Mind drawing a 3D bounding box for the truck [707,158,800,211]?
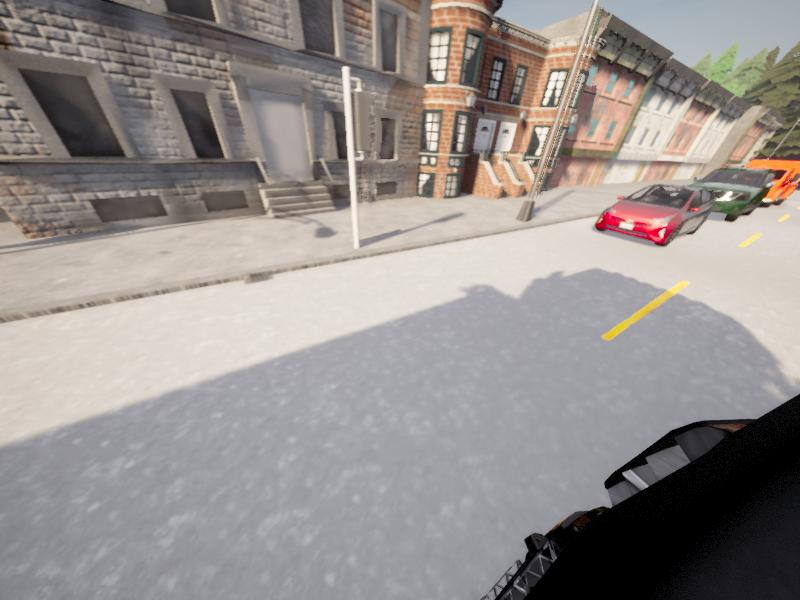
[{"bbox_3d":[23.293,-7.528,14.821,5.204,2.467,2.627,-16,38,-26],"label":"truck"}]

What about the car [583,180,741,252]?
[{"bbox_3d":[8.798,-3.032,7.798,4.514,1.525,2.007,-16,38,-26],"label":"car"}]

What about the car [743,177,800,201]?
[{"bbox_3d":[30.182,-8.988,18.609,4.718,1.301,1.895,-16,38,-26],"label":"car"}]

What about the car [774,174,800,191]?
[{"bbox_3d":[44.916,-13.233,25.959,4.792,1.488,2.163,-16,38,-26],"label":"car"}]

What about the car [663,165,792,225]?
[{"bbox_3d":[15.900,-5.269,11.238,5.566,2.045,2.150,-16,38,-26],"label":"car"}]
